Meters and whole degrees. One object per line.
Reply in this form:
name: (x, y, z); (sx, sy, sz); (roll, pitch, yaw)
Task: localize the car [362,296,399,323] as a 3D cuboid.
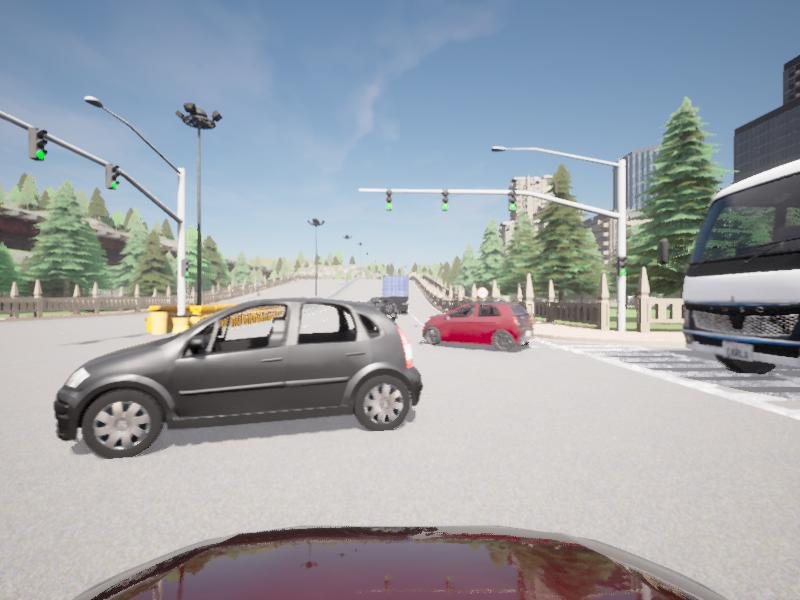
car: (-1.536, 0.605, 29.585); (1.932, 1.855, 4.605); (0, 1, -13)

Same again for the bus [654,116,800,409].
bus: (10.905, -0.545, 7.179); (10.273, 4.253, 3.944); (0, 0, -2)

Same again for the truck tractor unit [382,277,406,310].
truck tractor unit: (-0.795, -1.015, 54.133); (3.053, 4.208, 6.516); (0, 3, -1)

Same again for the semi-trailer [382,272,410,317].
semi-trailer: (-0.594, -0.804, 46.244); (2.717, 4.402, 14.254); (0, 2, -2)

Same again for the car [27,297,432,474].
car: (-1.790, 0.779, 5.145); (3.988, 1.617, 1.851); (0, 0, -18)

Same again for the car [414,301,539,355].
car: (2.508, 0.804, 13.355); (3.633, 1.501, 1.845); (0, 1, 37)
